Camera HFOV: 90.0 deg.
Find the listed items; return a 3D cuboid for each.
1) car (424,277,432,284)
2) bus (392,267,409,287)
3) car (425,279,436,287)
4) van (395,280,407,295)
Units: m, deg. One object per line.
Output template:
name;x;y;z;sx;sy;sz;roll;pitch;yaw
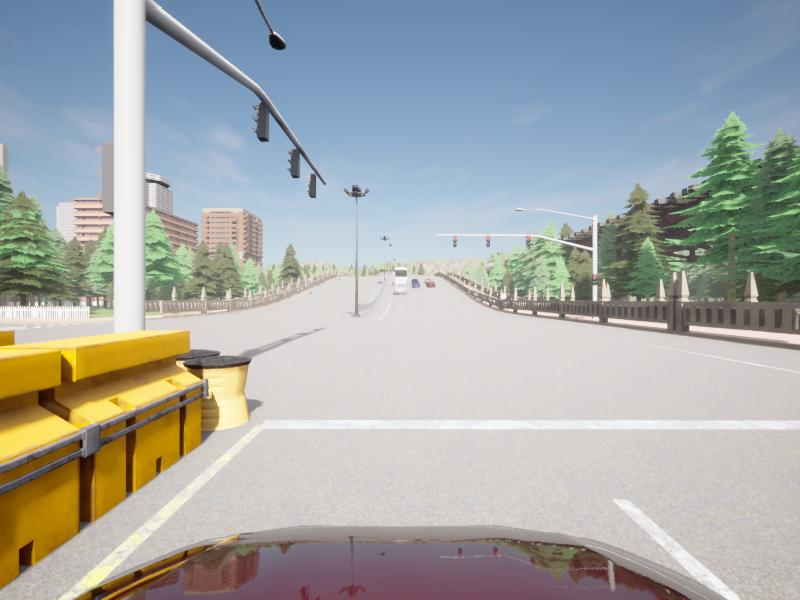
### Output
car;7.295;-5.112;104.196;1.801;1.575;5.366;0;7;0
bus;0.150;-5.932;99.901;3.944;4.253;10.273;0;7;0
car;7.246;-3.980;95.526;2.163;1.488;4.792;0;7;0
van;0.165;-2.609;80.931;2.351;2.431;6.366;0;7;0
